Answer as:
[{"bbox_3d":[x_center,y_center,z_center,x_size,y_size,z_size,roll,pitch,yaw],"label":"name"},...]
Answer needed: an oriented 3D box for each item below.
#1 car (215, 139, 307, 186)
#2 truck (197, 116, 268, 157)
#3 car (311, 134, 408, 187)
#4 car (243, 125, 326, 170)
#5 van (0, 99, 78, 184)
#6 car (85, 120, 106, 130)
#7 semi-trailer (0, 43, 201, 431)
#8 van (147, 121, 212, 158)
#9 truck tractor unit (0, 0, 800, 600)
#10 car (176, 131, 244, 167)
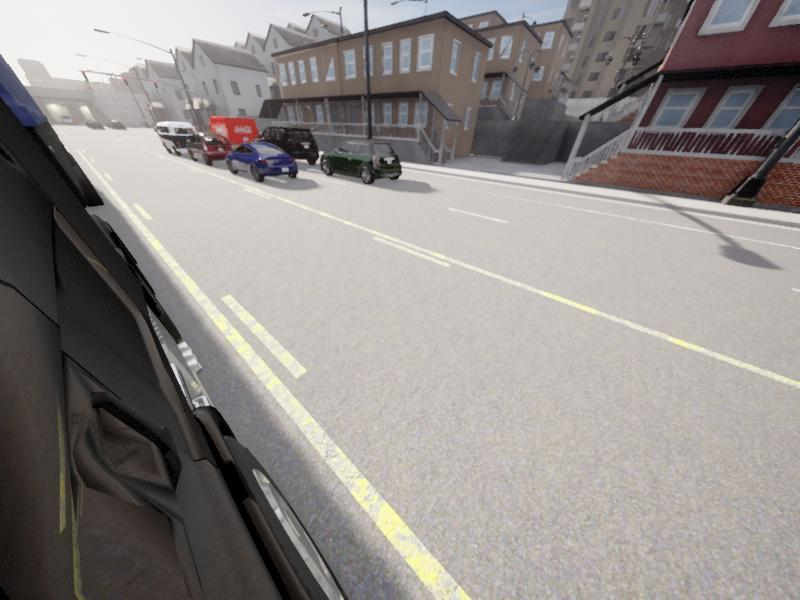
[{"bbox_3d":[-6.769,-6.775,11.177,4.674,1.442,1.812,28,44,30],"label":"car"},{"bbox_3d":[-13.718,-13.483,18.998,5.204,2.467,2.627,29,44,31],"label":"truck"},{"bbox_3d":[-2.096,-7.189,11.693,4.553,1.767,2.097,28,43,30],"label":"car"},{"bbox_3d":[-7.641,-10.192,15.237,5.566,2.045,2.150,28,44,30],"label":"car"},{"bbox_3d":[-16.790,-7.055,10.096,5.915,2.561,1.988,28,43,30],"label":"van"},{"bbox_3d":[-65.995,-37.933,50.047,4.514,1.525,2.007,28,43,30],"label":"car"},{"bbox_3d":[-8.703,-3.580,4.256,14.254,4.402,2.717,28,44,30],"label":"semi-trailer"},{"bbox_3d":[-16.704,-12.252,17.536,4.480,2.038,2.069,28,43,30],"label":"van"},{"bbox_3d":[-2.645,-0.295,0.351,6.516,4.208,3.053,28,44,30],"label":"truck tractor unit"},{"bbox_3d":[-12.010,-9.607,14.581,3.988,1.617,1.851,28,43,30],"label":"car"}]
